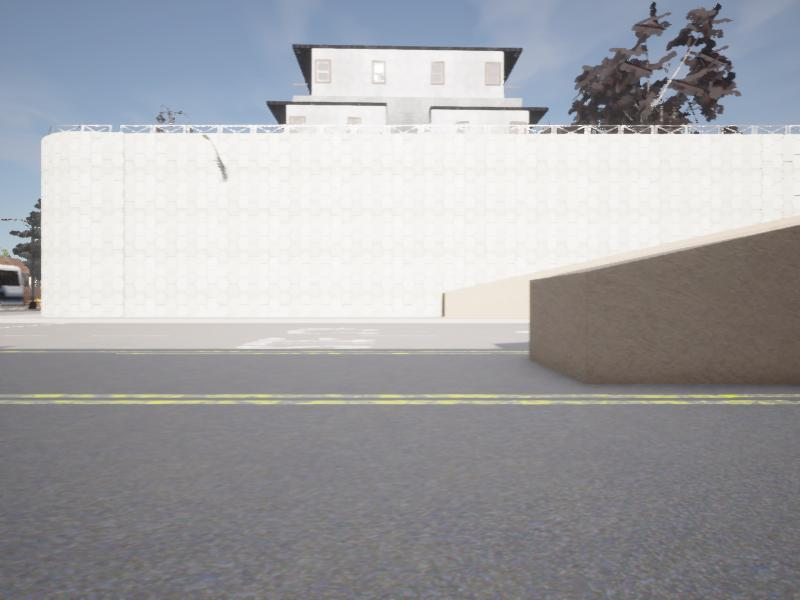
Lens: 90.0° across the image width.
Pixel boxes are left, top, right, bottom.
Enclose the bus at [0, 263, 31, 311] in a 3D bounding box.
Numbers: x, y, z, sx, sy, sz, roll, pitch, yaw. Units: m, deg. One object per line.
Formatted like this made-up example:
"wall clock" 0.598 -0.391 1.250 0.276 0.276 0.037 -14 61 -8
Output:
"bus" -36.756 -1.146 32.608 3.944 4.253 10.273 0 0 -1
